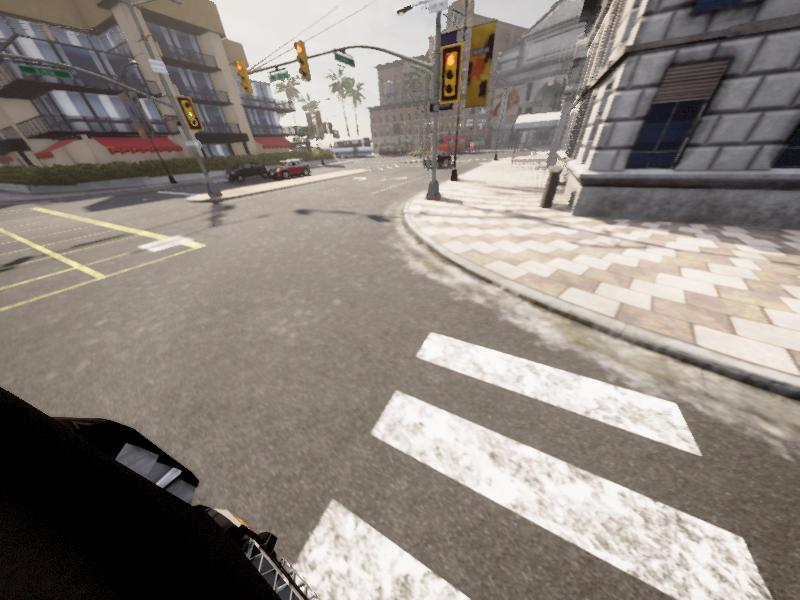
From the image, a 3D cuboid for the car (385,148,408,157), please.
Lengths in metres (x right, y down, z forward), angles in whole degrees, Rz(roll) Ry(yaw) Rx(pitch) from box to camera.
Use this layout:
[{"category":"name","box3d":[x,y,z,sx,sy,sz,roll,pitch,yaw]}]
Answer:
[{"category":"car","box3d":[-0.804,-36.590,57.164,5.238,1.638,1.930,14,37,24]}]

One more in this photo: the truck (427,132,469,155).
[{"category":"truck","box3d":[10.509,-34.646,51.373,8.468,3.827,2.891,14,37,24]}]

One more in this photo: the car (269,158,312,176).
[{"category":"car","box3d":[-12.299,-15.087,26.133,1.970,1.475,3.806,14,37,24]}]

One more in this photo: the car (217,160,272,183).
[{"category":"car","box3d":[-14.759,-12.332,22.149,1.789,1.549,3.705,14,37,24]}]

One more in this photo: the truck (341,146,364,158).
[{"category":"truck","box3d":[-12.839,-39.954,62.421,5.204,2.467,2.627,14,37,24]}]

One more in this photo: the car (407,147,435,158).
[{"category":"car","box3d":[4.157,-29.600,46.375,5.366,1.575,1.801,-15,36,-17]}]

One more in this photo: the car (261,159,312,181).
[{"category":"car","box3d":[-10.765,-12.527,22.186,1.970,1.475,3.806,14,37,24]}]

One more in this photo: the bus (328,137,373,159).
[{"category":"bus","box3d":[-12.357,-38.295,58.296,10.273,4.253,3.944,14,37,24]}]

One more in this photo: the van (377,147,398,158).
[{"category":"van","box3d":[-2.999,-35.090,54.791,4.442,1.987,1.775,14,37,24]}]

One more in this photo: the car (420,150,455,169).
[{"category":"car","box3d":[4.122,-15.297,25.078,2.128,1.511,4.902,14,37,24]}]
